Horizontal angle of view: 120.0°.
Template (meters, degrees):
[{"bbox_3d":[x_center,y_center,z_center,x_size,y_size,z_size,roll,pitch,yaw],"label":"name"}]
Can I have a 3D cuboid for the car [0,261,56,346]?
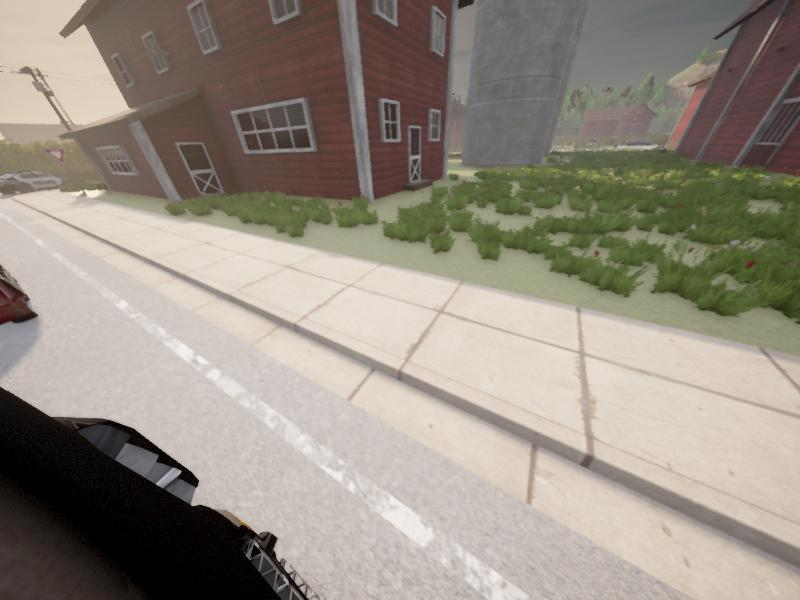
[{"bbox_3d":[-7.710,-0.193,3.398,4.181,1.385,1.994,16,38,25],"label":"car"}]

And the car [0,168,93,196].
[{"bbox_3d":[-29.543,-9.737,18.893,2.038,1.542,4.974,1,33,4],"label":"car"}]

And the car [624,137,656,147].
[{"bbox_3d":[55.526,-36.619,53.618,4.611,1.667,2.242,17,38,26],"label":"car"}]

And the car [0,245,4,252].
[{"bbox_3d":[-14.318,-2.227,6.621,5.027,1.651,2.152,16,38,26],"label":"car"}]
